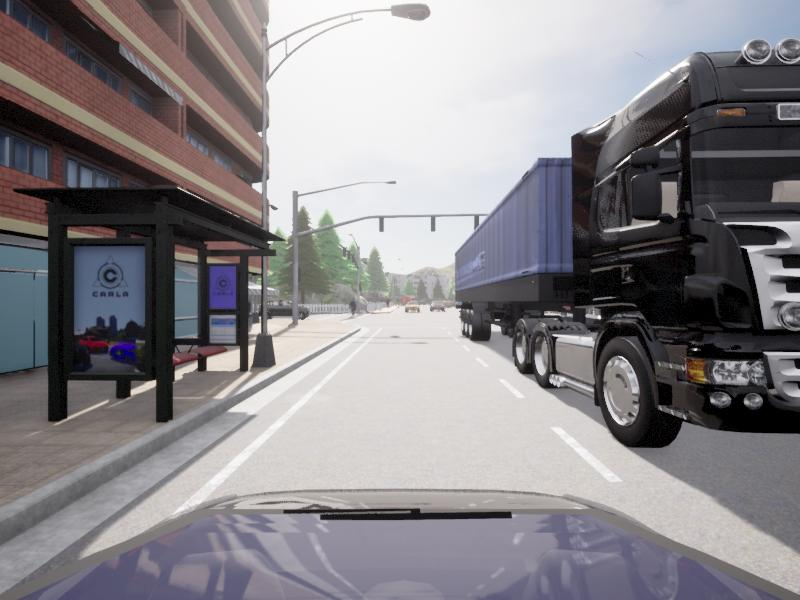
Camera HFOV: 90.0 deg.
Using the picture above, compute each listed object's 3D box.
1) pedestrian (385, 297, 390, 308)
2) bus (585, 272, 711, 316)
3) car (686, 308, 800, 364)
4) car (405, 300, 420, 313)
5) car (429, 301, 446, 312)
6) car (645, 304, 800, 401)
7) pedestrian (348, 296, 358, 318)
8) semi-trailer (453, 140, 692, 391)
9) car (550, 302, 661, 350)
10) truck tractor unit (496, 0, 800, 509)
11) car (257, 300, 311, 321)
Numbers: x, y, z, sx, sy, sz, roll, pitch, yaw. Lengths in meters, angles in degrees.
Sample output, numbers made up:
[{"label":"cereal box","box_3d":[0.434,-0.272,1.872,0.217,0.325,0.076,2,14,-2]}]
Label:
[{"label":"pedestrian","box_3d":[-2.128,0.485,69.599,0.751,1.860,0.751,0,0,2]},{"label":"bus","box_3d":[24.878,-0.589,40.654,10.273,4.253,3.944,0,0,1]},{"label":"car","box_3d":[10.890,0.944,11.627,1.895,1.301,4.718,0,0,2]},{"label":"car","box_3d":[1.651,0.801,52.279,1.801,1.575,5.366,0,0,3]},{"label":"car","box_3d":[5.242,0.851,56.793,2.163,1.488,4.792,0,0,2]},{"label":"car","box_3d":[7.280,0.845,8.035,1.837,1.490,4.892,0,0,2]},{"label":"pedestrian","box_3d":[-3.978,0.588,34.084,0.751,1.860,0.751,0,0,4]},{"label":"semi-trailer","box_3d":[3.960,-0.618,14.165,2.717,4.402,14.254,0,0,2]},{"label":"car","box_3d":[7.494,0.845,15.241,1.837,1.490,4.892,0,0,2]},{"label":"truck tractor unit","box_3d":[3.726,-0.516,6.257,3.053,4.208,6.516,0,0,2]},{"label":"car","box_3d":[-8.731,0.759,30.392,3.705,1.549,1.789,0,0,-8]}]
